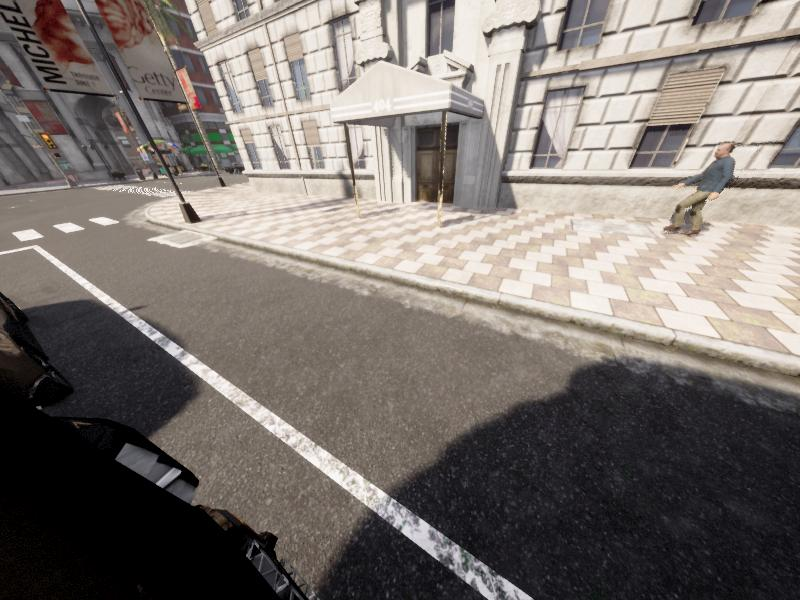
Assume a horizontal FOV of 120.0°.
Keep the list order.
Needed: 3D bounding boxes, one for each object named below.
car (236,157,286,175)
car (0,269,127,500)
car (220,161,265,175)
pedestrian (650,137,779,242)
[{"bbox_3d":[-18.482,-18.040,31.050,1.930,1.638,5.238,16,38,26],"label":"car"},{"bbox_3d":[-5.465,0.514,2.227,4.902,1.511,2.128,15,38,25],"label":"car"},{"bbox_3d":[-21.808,-18.457,32.248,1.895,1.301,4.718,16,38,27],"label":"car"},{"bbox_3d":[6.470,-2.323,4.943,0.751,1.860,0.751,16,38,26],"label":"pedestrian"}]
